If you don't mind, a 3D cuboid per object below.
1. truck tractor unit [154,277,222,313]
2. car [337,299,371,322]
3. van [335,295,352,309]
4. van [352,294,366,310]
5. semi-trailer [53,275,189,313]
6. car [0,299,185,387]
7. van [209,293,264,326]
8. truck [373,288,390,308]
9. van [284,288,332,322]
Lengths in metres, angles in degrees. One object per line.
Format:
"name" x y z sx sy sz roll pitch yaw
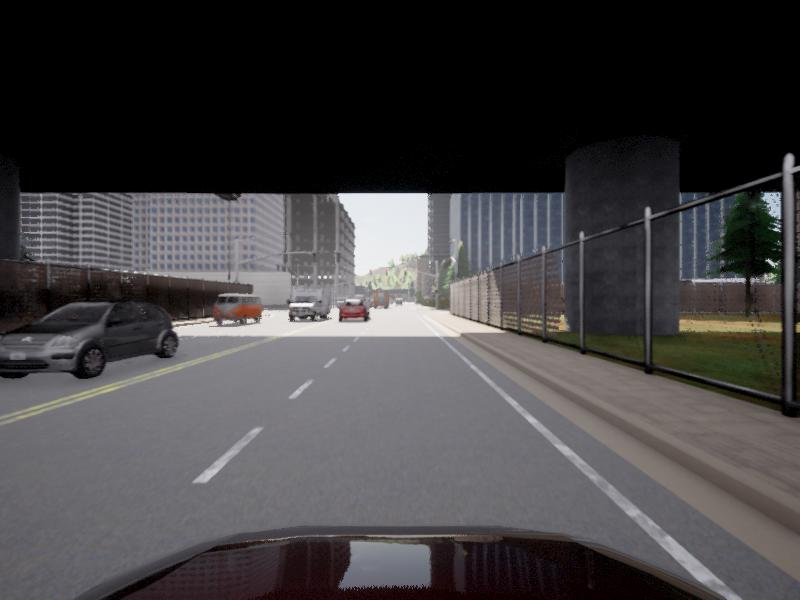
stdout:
"truck tractor unit" -25.183 -0.561 47.802 6.516 4.208 3.053 0 0 0
"car" -3.523 0.753 31.659 2.242 1.667 4.611 0 0 -1
"van" -10.617 0.371 75.706 2.351 2.431 6.366 0 0 0
"van" -7.110 0.315 69.952 1.988 2.561 5.915 0 0 0
"semi-trailer" -33.101 -0.679 47.800 14.254 4.402 2.717 0 0 0
"car" -7.011 0.787 9.332 1.851 1.617 3.988 0 0 0
"van" -10.535 0.598 26.130 1.775 1.987 4.442 0 0 0
"truck" -3.618 -0.329 80.437 2.891 3.827 8.468 0 0 0
"van" -7.046 0.374 31.413 2.351 2.431 6.366 0 0 0
